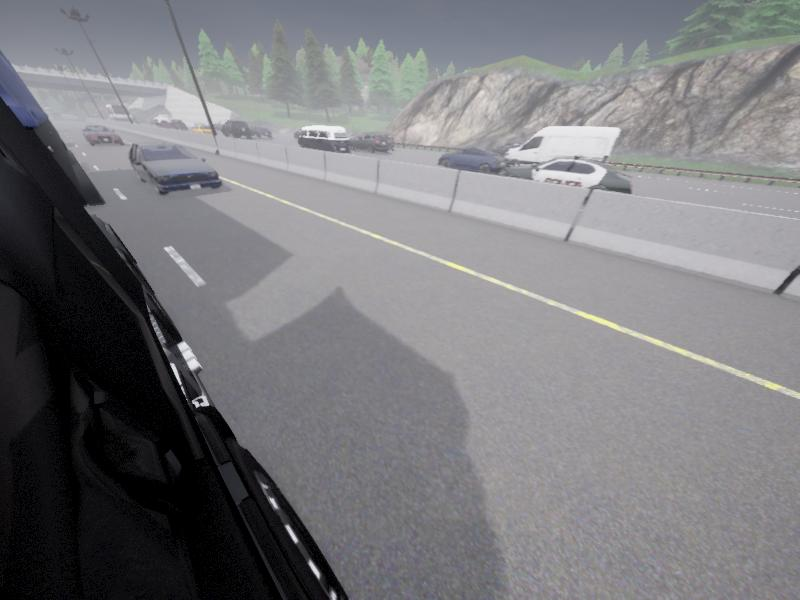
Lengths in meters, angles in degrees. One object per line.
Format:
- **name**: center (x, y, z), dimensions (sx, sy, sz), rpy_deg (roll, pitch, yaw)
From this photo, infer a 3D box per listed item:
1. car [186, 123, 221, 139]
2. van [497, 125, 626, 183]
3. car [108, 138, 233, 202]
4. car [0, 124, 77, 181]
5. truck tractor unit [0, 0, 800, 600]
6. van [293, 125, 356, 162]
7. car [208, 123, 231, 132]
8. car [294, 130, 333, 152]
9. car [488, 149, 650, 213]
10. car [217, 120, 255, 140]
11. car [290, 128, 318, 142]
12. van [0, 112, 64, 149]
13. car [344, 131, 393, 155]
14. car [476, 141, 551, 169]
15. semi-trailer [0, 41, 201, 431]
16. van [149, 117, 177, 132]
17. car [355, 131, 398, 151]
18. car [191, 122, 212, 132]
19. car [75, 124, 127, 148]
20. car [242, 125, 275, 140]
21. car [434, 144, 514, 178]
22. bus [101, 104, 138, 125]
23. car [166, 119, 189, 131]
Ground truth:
- **car**: center (-26.854, -23.042, 31.510), dimensions (5.366, 1.575, 1.801), rpy_deg (28, 44, 30)
- **van**: center (9.810, -9.412, 14.666), dimensions (5.915, 2.561, 1.988), rpy_deg (28, 44, 30)
- **car**: center (-8.938, -5.215, 8.912), dimensions (5.357, 1.411, 2.033), rpy_deg (28, 44, 30)
- **car**: center (-16.423, -6.554, 10.064), dimensions (4.856, 1.649, 2.033), rpy_deg (28, 44, 30)
- **truck tractor unit**: center (-2.645, -0.295, 0.351), dimensions (6.516, 4.208, 3.053), rpy_deg (28, 44, 30)
- **van**: center (-5.758, -12.007, 17.631), dimensions (4.480, 2.038, 2.069), rpy_deg (28, 44, 30)
- **car**: center (-39.940, -38.148, 51.069), dimensions (5.357, 1.411, 2.033), rpy_deg (28, 44, 30)
- **car**: center (-8.759, -16.145, 23.386), dimensions (3.705, 1.549, 1.789), rpy_deg (28, 44, 30)
- **car**: center (6.669, -5.186, 9.683), dimensions (4.974, 1.542, 2.038), rpy_deg (28, 44, 30)
- **car**: center (-23.251, -24.055, 32.686), dimensions (5.566, 2.045, 2.150), rpy_deg (28, 44, 30)
- **car**: center (-14.242, -24.530, 34.284), dimensions (3.633, 1.501, 1.845), rpy_deg (28, 44, 30)
- **van**: center (-27.822, -12.788, 17.373), dimensions (4.480, 2.038, 2.069), rpy_deg (28, 44, 30)
- **car**: center (-3.203, -15.976, 23.393), dimensions (4.611, 1.667, 2.242), rpy_deg (28, 44, 30)
- **car**: center (9.177, -12.063, 19.029), dimensions (4.902, 1.511, 2.128), rpy_deg (28, 44, 30)
- **semi-trailer**: center (-8.685, -3.606, 4.254), dimensions (14.254, 4.402, 2.717), rpy_deg (28, 44, 30)
- **van**: center (-42.930, -31.785, 41.854), dimensions (4.480, 2.038, 2.069), rpy_deg (28, 44, 30)
- **car**: center (-2.766, -18.480, 26.763), dimensions (4.611, 1.667, 2.242), rpy_deg (28, 44, 30)
- **car**: center (-41.757, -36.394, 48.577), dimensions (4.674, 1.442, 1.812), rpy_deg (28, 44, 30)
- **car**: center (-25.456, -13.994, 19.683), dimensions (4.181, 1.385, 1.994), rpy_deg (28, 44, 30)
- **car**: center (-21.734, -25.814, 35.479), dimensions (5.027, 1.651, 2.152), rpy_deg (28, 44, 30)
- **car**: center (4.581, -8.971, 14.750), dimensions (4.181, 1.385, 1.994), rpy_deg (28, 44, 30)
- **bus**: center (-76.605, -50.513, 63.027), dimensions (10.273, 4.253, 3.944), rpy_deg (28, 44, 30)
- **car**: center (-45.362, -35.752, 47.143), dimensions (4.605, 1.855, 1.932), rpy_deg (28, 44, 30)
